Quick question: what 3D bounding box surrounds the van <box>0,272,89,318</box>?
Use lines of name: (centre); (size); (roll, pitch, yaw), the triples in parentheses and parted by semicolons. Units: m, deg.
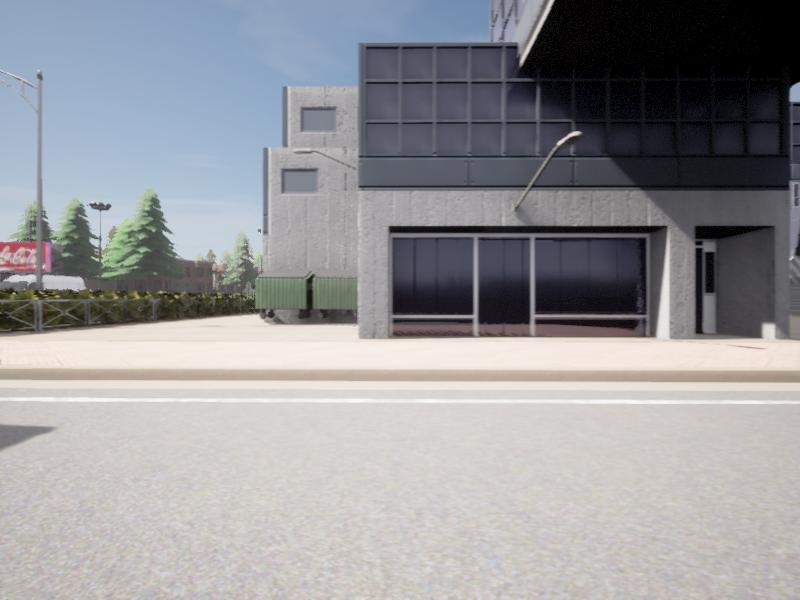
van: (-22.926, -0.302, 25.194); (1.988, 2.561, 5.915); (0, 0, 1)
